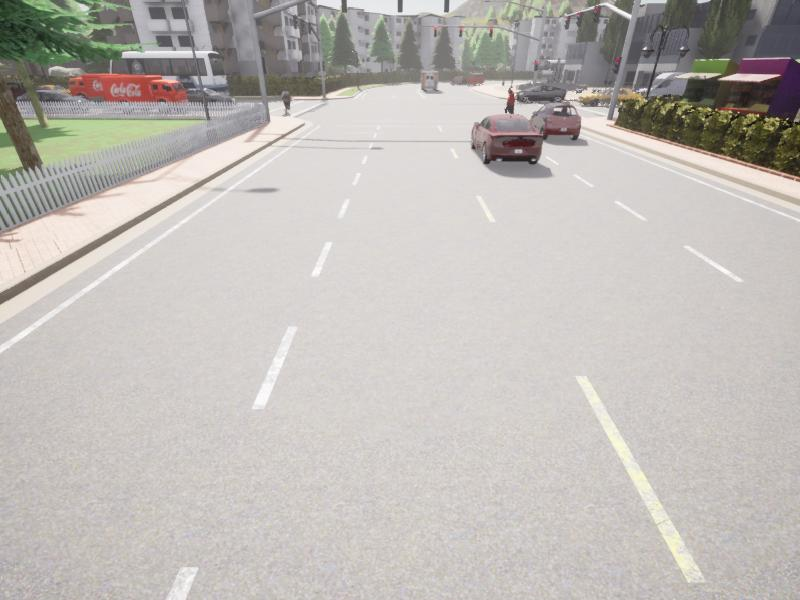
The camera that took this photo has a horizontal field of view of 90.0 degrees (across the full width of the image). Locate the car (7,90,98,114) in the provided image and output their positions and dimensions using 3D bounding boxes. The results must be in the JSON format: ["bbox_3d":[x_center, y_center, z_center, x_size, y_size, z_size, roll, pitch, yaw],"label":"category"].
[{"bbox_3d":[-25.925,-14.864,29.992,4.892,1.490,1.837,1,30,2],"label":"car"}]

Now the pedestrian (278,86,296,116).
[{"bbox_3d":[-7.899,-13.926,27.975,0.751,1.860,0.751,4,31,7],"label":"pedestrian"}]

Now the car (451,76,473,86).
[{"bbox_3d":[11.893,-41.979,76.585,2.152,1.651,5.027,20,36,30],"label":"car"}]

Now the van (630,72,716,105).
[{"bbox_3d":[25.216,-19.694,37.231,5.915,2.561,1.988,1,30,2],"label":"van"}]

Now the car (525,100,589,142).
[{"bbox_3d":[7.586,-8.885,19.717,1.845,1.501,3.633,2,30,3],"label":"car"}]

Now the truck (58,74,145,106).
[{"bbox_3d":[-26.580,-18.828,35.814,5.204,2.467,2.627,1,30,2],"label":"truck"}]

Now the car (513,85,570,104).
[{"bbox_3d":[13.307,-19.464,37.839,4.514,1.525,2.007,1,30,2],"label":"car"}]

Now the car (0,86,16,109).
[{"bbox_3d":[-35.742,-16.862,33.288,5.027,1.651,2.152,1,30,2],"label":"car"}]

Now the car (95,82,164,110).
[{"bbox_3d":[-22.061,-16.730,32.796,3.866,1.878,1.905,1,30,2],"label":"car"}]

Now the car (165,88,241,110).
[{"bbox_3d":[-15.990,-16.458,32.707,4.902,1.511,2.128,1,30,2],"label":"car"}]

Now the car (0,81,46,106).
[{"bbox_3d":[-35.087,-18.731,36.225,3.866,1.878,1.905,1,30,2],"label":"car"}]

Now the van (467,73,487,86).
[{"bbox_3d":[14.201,-40.818,73.952,1.775,1.987,4.442,20,36,30],"label":"van"}]

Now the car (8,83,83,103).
[{"bbox_3d":[-34.705,-20.358,39.314,5.366,1.575,1.801,1,30,2],"label":"car"}]

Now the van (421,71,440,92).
[{"bbox_3d":[4.376,-31.420,57.413,2.351,2.431,6.366,3,30,5],"label":"van"}]

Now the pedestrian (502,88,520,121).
[{"bbox_3d":[6.968,-12.308,25.205,0.751,1.860,0.751,1,30,1],"label":"pedestrian"}]

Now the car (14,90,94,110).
[{"bbox_3d":[-28.533,-16.591,33.148,4.718,1.301,1.895,1,30,2],"label":"car"}]

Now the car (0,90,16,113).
[{"bbox_3d":[-32.481,-14.982,30.195,4.892,1.490,1.837,1,30,2],"label":"car"}]

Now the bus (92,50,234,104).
[{"bbox_3d":[-22.143,-21.223,38.150,10.273,4.253,3.944,1,30,2],"label":"bus"}]

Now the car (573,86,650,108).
[{"bbox_3d":[18.192,-17.602,34.597,5.366,1.575,1.801,0,30,0],"label":"car"}]

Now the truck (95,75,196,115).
[{"bbox_3d":[-18.572,-15.153,29.521,5.204,2.467,2.627,1,30,2],"label":"truck"}]

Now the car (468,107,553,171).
[{"bbox_3d":[3.931,-6.271,15.234,1.882,1.535,5.008,0,30,0],"label":"car"}]
